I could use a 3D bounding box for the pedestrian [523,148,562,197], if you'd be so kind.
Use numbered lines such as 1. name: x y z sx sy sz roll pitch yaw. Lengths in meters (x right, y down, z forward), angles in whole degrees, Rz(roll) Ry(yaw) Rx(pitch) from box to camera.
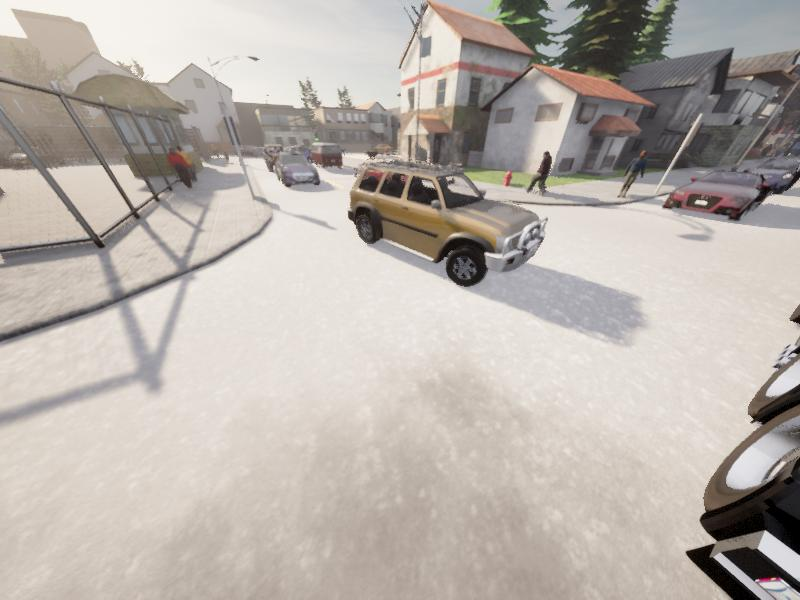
1. pedestrian: 6.459 -5.831 10.565 0.751 1.860 0.751 -21 40 -27

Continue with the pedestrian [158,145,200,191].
1. pedestrian: -10.778 -6.481 11.353 0.751 1.860 0.751 -19 39 -25

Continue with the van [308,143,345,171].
1. van: -6.737 -13.068 20.966 1.775 1.987 4.442 -18 39 -24

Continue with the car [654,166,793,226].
1. car: 12.247 -4.108 8.787 4.181 1.385 1.994 -18 39 -24

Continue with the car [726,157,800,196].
1. car: 20.136 -6.748 12.496 3.633 1.501 1.845 -18 39 -24

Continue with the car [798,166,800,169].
1. car: 42.737 -14.161 23.235 3.988 1.617 1.851 -18 39 -24

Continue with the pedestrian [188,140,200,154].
1. pedestrian: -34.396 -25.532 38.542 0.751 1.860 0.751 -17 38 -23

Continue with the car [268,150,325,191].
1. car: -6.341 -7.944 13.931 2.033 1.649 4.856 -18 39 -24

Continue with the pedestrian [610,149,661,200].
1. pedestrian: 10.126 -5.451 10.047 0.751 1.860 0.751 19 39 25

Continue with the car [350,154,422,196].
1. car: -0.937 -7.177 12.957 2.007 1.525 4.514 -19 39 -26

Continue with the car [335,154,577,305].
1. car: 0.737 -2.040 5.274 1.932 1.855 4.605 -29 46 -36

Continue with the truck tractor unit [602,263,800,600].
1. truck tractor unit: 5.107 -0.304 0.783 6.516 4.208 3.053 -18 39 -24

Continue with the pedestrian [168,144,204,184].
1. pedestrian: -11.955 -7.622 12.982 0.751 1.860 0.751 -18 39 -24
